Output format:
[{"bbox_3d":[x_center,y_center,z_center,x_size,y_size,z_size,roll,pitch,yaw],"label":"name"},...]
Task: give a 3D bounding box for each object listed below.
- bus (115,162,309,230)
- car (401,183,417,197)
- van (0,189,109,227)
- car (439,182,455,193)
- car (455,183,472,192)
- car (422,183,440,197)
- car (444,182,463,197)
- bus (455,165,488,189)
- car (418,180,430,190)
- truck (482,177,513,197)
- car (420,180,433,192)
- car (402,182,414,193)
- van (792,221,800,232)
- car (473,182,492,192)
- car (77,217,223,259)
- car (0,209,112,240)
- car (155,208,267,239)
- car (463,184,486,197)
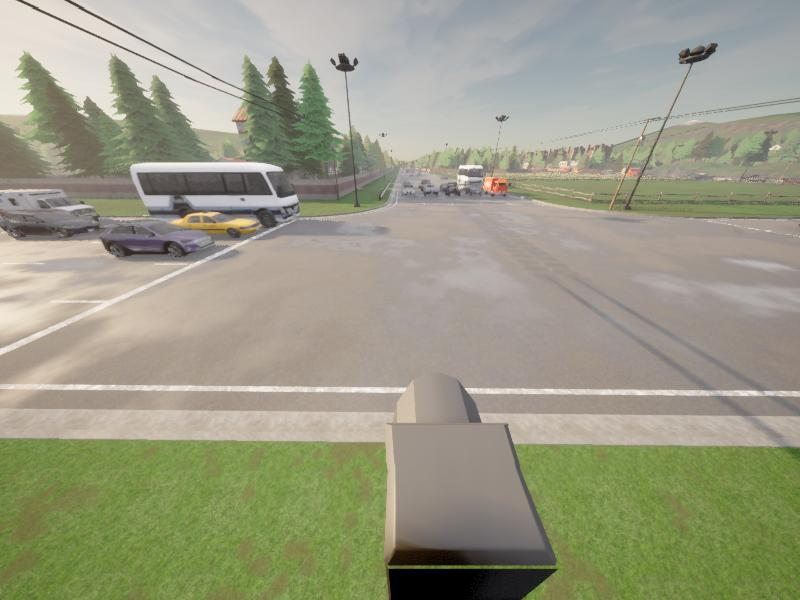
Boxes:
[{"bbox_3d":[-13.184,-7.982,17.583,10.273,4.253,3.944,0,30,1],"label":"bus"},{"bbox_3d":[1.309,-17.328,36.348,2.242,1.667,4.611,0,30,0],"label":"car"},{"bbox_3d":[-27.974,-7.209,18.065,6.366,2.431,2.351,0,30,1],"label":"van"},{"bbox_3d":[8.336,-20.342,41.702,1.882,1.535,5.008,0,30,0],"label":"car"},{"bbox_3d":[11.845,-21.174,43.385,1.895,1.301,4.718,0,30,0],"label":"car"},{"bbox_3d":[4.803,-17.535,36.755,2.152,1.651,5.027,0,30,0],"label":"car"},{"bbox_3d":[8.311,-17.424,36.294,1.905,1.878,3.866,0,30,0],"label":"car"},{"bbox_3d":[15.505,-27.356,51.137,3.944,4.253,10.273,0,30,0],"label":"bus"},{"bbox_3d":[4.868,-24.178,48.353,2.038,1.542,4.974,0,30,0],"label":"car"},{"bbox_3d":[15.314,-17.992,36.694,2.627,2.467,5.204,0,30,0],"label":"truck"},{"bbox_3d":[4.840,-21.046,42.568,1.905,1.878,3.866,0,30,0],"label":"car"},{"bbox_3d":[1.339,-20.637,42.224,2.007,1.525,4.514,0,30,0],"label":"car"},{"bbox_3d":[30.318,-5.280,15.163,4.442,1.987,1.775,3,30,5],"label":"van"},{"bbox_3d":[15.347,-21.159,43.286,1.994,1.385,4.181,0,30,0],"label":"car"},{"bbox_3d":[-12.675,-3.282,12.065,4.856,1.649,2.033,0,30,1],"label":"car"},{"bbox_3d":[-22.981,-5.025,15.228,4.792,1.488,2.163,0,30,1],"label":"car"},{"bbox_3d":[-12.081,-5.011,15.102,5.366,1.575,1.801,0,30,0],"label":"car"},{"bbox_3d":[11.815,-17.697,37.146,2.128,1.511,4.902,0,30,0],"label":"car"}]
